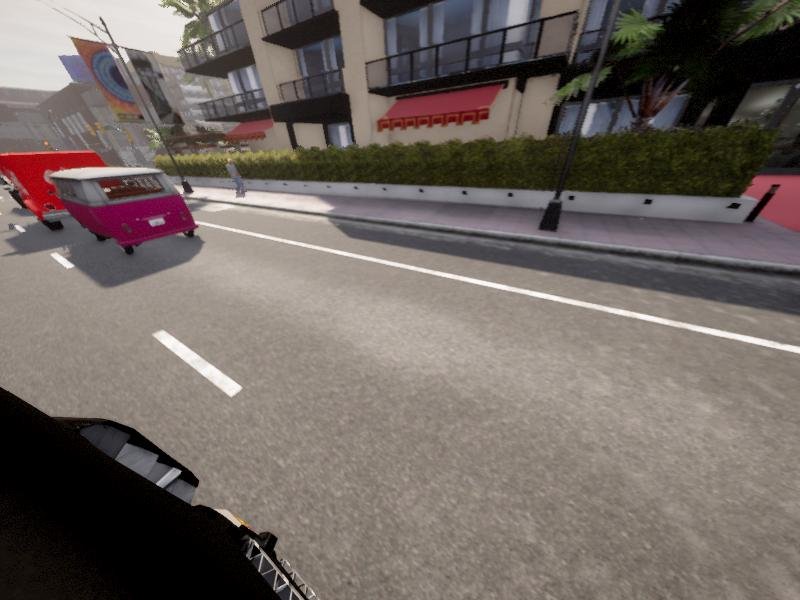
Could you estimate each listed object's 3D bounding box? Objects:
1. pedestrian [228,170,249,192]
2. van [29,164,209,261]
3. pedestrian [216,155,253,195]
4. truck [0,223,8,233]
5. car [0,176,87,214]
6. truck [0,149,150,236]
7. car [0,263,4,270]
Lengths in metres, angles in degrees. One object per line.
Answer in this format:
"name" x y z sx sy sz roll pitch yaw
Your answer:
"pedestrian" -9.564 -7.036 13.700 0.500 1.100 0.500 16 38 26
"van" -8.288 -2.802 6.878 4.442 1.987 1.775 16 38 26
"pedestrian" -9.099 -6.885 12.763 0.751 1.860 0.751 11 37 20
"truck" -19.805 -4.597 8.776 8.468 3.827 2.891 16 38 26
"car" -20.097 -5.988 12.943 3.806 1.475 1.970 16 38 26
"truck" -13.760 -4.573 9.477 5.204 2.467 2.627 16 38 26
"car" -12.038 -1.438 5.540 3.705 1.549 1.789 16 38 26
